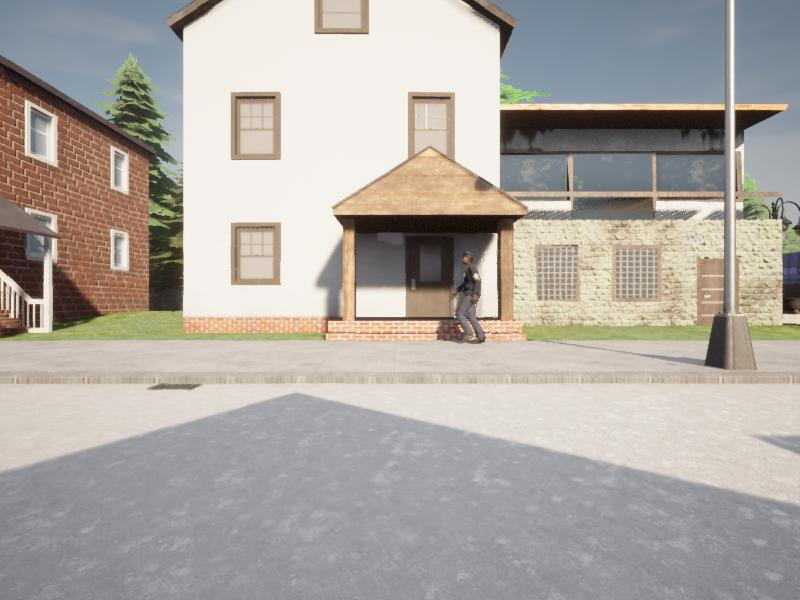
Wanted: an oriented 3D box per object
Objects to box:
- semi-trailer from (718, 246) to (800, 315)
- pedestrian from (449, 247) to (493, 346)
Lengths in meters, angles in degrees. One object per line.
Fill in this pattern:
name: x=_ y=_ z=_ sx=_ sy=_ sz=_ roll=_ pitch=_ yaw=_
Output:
semi-trailer: x=26.916 y=-1.218 z=24.891 sx=2.717 sy=4.402 sz=14.254 roll=0 pitch=0 yaw=-1
pedestrian: x=1.381 y=-0.067 z=7.932 sx=0.751 sy=1.860 sz=0.751 roll=0 pitch=0 yaw=1
